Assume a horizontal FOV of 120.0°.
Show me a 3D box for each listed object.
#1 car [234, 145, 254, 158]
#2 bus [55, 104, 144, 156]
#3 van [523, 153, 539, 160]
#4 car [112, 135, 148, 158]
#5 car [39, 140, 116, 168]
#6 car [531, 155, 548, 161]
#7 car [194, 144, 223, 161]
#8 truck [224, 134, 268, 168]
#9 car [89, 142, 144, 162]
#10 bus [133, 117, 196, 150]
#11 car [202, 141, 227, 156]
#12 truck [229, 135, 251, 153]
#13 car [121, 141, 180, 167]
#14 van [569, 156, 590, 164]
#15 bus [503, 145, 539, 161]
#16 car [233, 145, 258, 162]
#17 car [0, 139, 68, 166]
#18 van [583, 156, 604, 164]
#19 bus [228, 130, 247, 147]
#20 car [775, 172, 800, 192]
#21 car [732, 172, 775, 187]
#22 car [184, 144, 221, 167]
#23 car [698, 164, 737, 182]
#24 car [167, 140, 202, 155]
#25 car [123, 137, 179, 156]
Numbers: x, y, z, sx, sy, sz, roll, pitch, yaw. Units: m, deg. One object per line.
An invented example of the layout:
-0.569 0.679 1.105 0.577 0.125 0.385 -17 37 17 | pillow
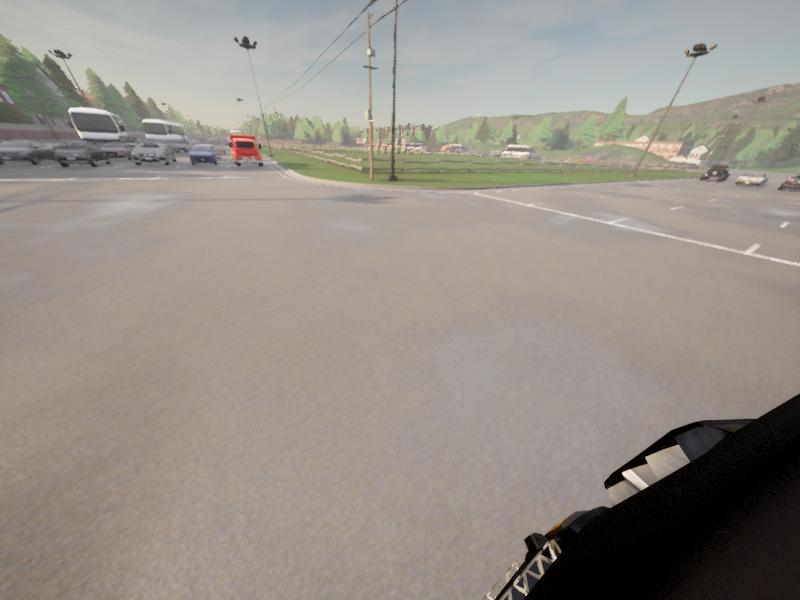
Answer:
-21.910 -20.844 32.414 1.994 1.385 4.181 -16 38 -26 | car
-35.302 -20.294 27.975 3.944 4.253 10.273 -22 41 -33 | bus
48.981 -53.736 86.560 2.069 2.038 4.480 -16 38 -26 | van
-29.751 -17.016 25.602 1.905 1.878 3.866 -25 43 -35 | car
-23.140 -10.644 16.822 1.789 1.549 3.705 -16 38 -26 | car
52.643 -53.745 87.349 2.163 1.488 4.792 -16 38 -26 | car
-21.551 -16.711 26.130 1.970 1.475 3.806 -16 38 -26 | car
-14.736 -14.308 22.126 2.627 2.467 5.204 -16 38 -26 | truck
-26.655 -14.105 21.929 1.994 1.385 4.181 -16 38 -25 | car
-42.645 -30.360 42.578 3.944 4.253 10.273 -10 35 -19 | bus
-27.777 -22.889 34.778 2.242 1.667 4.611 -16 38 -26 | car
-29.629 -28.845 42.929 2.627 2.467 5.204 -16 36 -26 | truck
-21.413 -12.812 20.148 2.152 1.651 5.027 -16 38 -26 | car
55.573 -43.534 71.756 1.775 1.987 4.442 -16 38 -26 | van
43.186 -52.854 82.789 3.944 4.253 10.273 -16 38 -26 | bus
-18.390 -17.471 27.464 2.007 1.525 4.514 -16 38 -26 | car
-27.224 -10.766 16.798 1.812 1.442 4.674 -16 38 -26 | car
64.309 -46.467 76.819 1.775 1.987 4.442 -16 38 -26 | van
-54.794 -54.406 77.808 3.944 4.253 10.273 -16 38 -26 | bus
42.355 -12.380 24.218 4.611 1.667 2.242 -16 38 -26 | car
42.508 -14.509 27.771 4.718 1.301 1.895 -16 38 -26 | car
-18.395 -13.651 21.710 1.882 1.535 5.008 -16 38 -26 | car
42.671 -17.039 31.047 3.866 1.878 1.905 -16 38 -26 | car
-30.706 -21.947 33.144 2.242 1.667 4.611 -12 36 -20 | car
-31.429 -19.531 29.437 2.242 1.667 4.611 1 33 -5 | car
